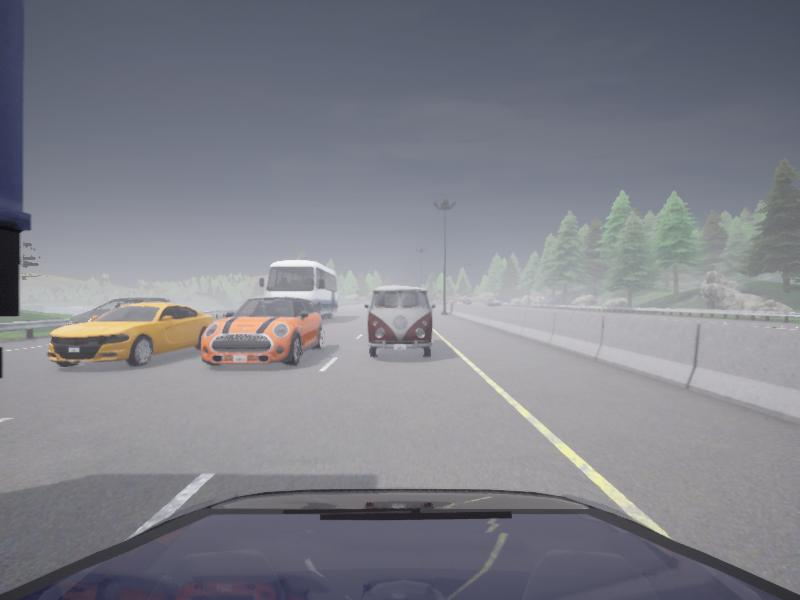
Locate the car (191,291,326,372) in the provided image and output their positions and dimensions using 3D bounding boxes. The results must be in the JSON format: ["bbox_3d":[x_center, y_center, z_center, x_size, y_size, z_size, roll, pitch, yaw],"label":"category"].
[{"bbox_3d":[-3.498,0.683,10.992,2.097,1.767,4.553,0,0,0],"label":"car"}]

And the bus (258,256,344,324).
[{"bbox_3d":[-6.867,-0.554,30.066,3.944,4.253,10.273,0,-1,0],"label":"bus"}]

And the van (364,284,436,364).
[{"bbox_3d":[0.002,0.589,12.114,1.775,1.987,4.442,0,0,0],"label":"van"}]

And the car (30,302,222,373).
[{"bbox_3d":[-6.999,0.813,11.090,1.882,1.535,5.008,0,0,0],"label":"car"}]

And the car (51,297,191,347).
[{"bbox_3d":[-10.500,0.743,15.635,2.242,1.667,4.611,0,0,0],"label":"car"}]
